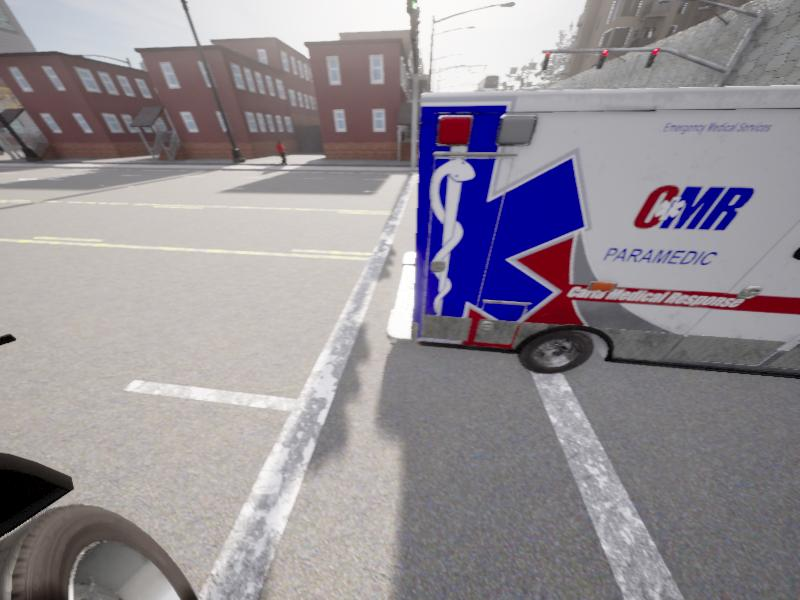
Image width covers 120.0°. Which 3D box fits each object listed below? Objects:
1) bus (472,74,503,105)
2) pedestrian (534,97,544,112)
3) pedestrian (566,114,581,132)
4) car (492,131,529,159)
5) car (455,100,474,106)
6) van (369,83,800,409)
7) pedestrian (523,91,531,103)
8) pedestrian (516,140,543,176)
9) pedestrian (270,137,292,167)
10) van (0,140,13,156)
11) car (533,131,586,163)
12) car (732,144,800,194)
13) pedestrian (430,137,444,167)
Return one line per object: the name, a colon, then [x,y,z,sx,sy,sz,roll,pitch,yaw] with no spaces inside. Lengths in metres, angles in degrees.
bus: [19.185,-46.672,51.625,3.944,4.253,10.273,4,38,6]
pedestrian: [23.954,-33.627,39.796,0.751,1.860,0.751,5,36,7]
pedestrian: [22.869,-23.317,30.465,0.751,1.860,0.751,5,36,7]
car: [10.887,-15.680,23.210,1.930,1.638,5.238,4,41,6]
car: [17.828,-54.318,63.717,1.895,1.301,4.718,-23,45,-29]
van: [3.131,-0.647,2.638,6.366,2.431,2.351,4,36,6]
pedestrian: [25.581,-40.898,46.570,0.751,1.860,0.751,3,36,4]
pedestrian: [8.057,-8.864,14.457,0.751,1.860,0.751,2,36,4]
pedestrian: [-8.938,-11.134,17.439,0.751,1.860,0.751,8,37,12]
van: [-54.796,-19.641,29.693,1.775,1.987,4.442,4,36,6]
car: [14.076,-13.829,20.799,1.932,1.855,4.605,4,40,6]
car: [19.198,-5.770,10.198,4.553,1.767,2.097,9,37,13]
pedestrian: [2.756,-11.143,17.372,0.751,1.860,0.751,10,37,14]
